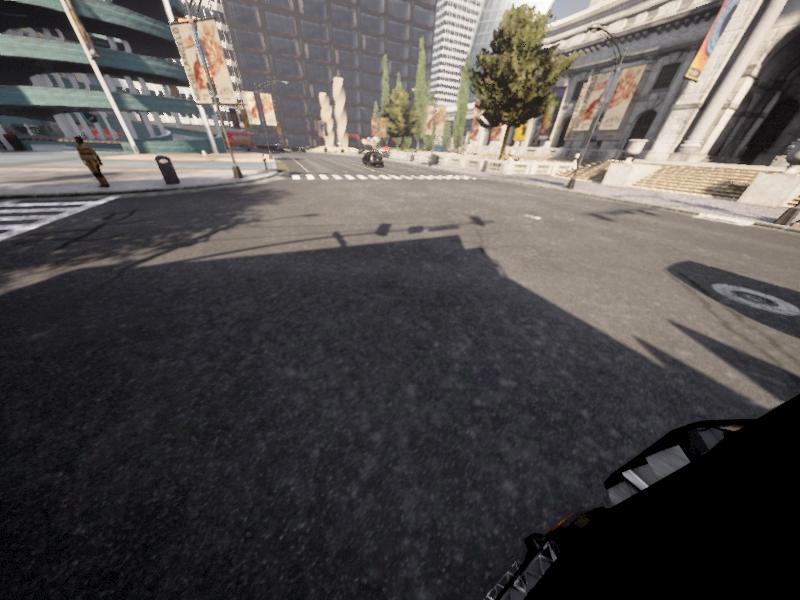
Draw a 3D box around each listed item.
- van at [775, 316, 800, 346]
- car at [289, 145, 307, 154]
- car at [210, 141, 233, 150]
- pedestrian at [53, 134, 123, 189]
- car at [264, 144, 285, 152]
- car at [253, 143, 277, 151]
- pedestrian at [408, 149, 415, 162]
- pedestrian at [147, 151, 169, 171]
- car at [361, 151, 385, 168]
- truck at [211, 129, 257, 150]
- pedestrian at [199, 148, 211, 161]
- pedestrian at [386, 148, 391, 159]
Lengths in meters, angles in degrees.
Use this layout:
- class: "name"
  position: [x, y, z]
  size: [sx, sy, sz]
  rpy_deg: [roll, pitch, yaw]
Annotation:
- class: "van"
  position: [8.092, 0.827, 1.078]
  size: [1.988, 2.561, 5.915]
  rpy_deg: [-12, 36, -22]
- class: "car"
  position: [-23.380, -34.473, 52.891]
  size: [3.705, 1.549, 1.789]
  rpy_deg: [23, 38, 28]
- class: "car"
  position: [-40.489, -35.073, 52.426]
  size: [3.705, 1.549, 1.789]
  rpy_deg: [8, 34, 8]
- class: "pedestrian"
  position: [-12.845, -5.712, 9.601]
  size: [0.751, 1.860, 0.751]
  rpy_deg: [-3, 34, -10]
- class: "car"
  position: [-30.465, -37.002, 56.305]
  size: [4.181, 1.385, 1.994]
  rpy_deg: [15, 35, 17]
- class: "car"
  position: [-35.395, -40.140, 60.614]
  size: [4.902, 1.511, 2.128]
  rpy_deg: [8, 34, 8]
- class: "pedestrian"
  position: [2.006, -24.953, 39.907]
  size: [0.751, 1.860, 0.751]
  rpy_deg: [-10, 36, -19]
- class: "pedestrian"
  position: [-16.035, -9.205, 15.325]
  size: [0.500, 1.100, 0.500]
  rpy_deg: [-2, 34, -8]
- class: "car"
  position: [-3.530, -18.003, 29.496]
  size: [1.851, 1.617, 3.988]
  rpy_deg: [-12, 36, -22]
- class: "truck"
  position: [-41.386, -40.039, 57.815]
  size: [8.468, 3.827, 2.891]
  rpy_deg: [4, 33, 2]
- class: "pedestrian"
  position: [-19.617, -14.607, 23.215]
  size: [0.500, 1.100, 0.500]
  rpy_deg: [-7, 35, -15]
- class: "pedestrian"
  position: [-2.191, -28.305, 44.646]
  size: [0.751, 1.860, 0.751]
  rpy_deg: [-12, 36, -22]
